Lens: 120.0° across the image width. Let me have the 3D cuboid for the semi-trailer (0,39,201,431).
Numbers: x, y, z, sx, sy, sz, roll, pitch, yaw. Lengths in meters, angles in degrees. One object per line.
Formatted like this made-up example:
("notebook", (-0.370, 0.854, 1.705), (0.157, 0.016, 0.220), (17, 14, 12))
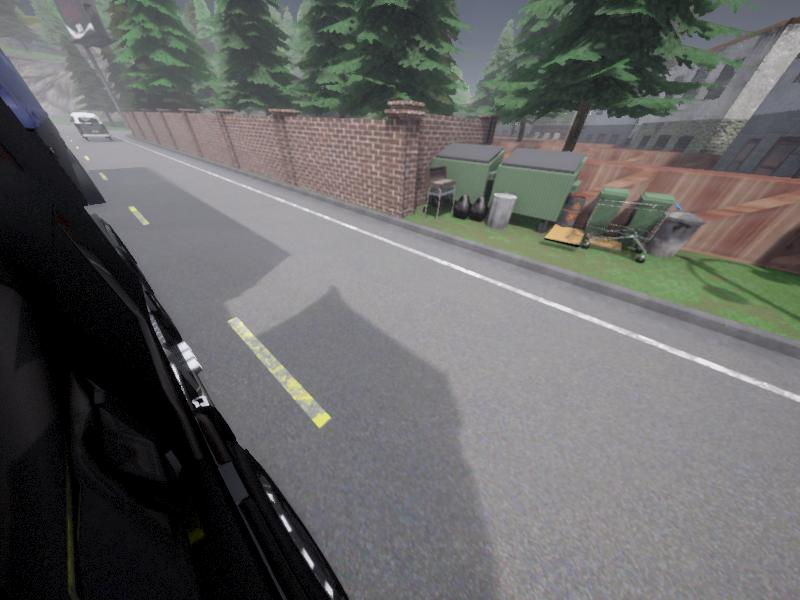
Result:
("semi-trailer", (-8.669, -3.636, 4.239), (14.254, 4.402, 2.717), (29, 44, 30))

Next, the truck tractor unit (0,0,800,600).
("truck tractor unit", (-2.645, -0.295, 0.352), (6.516, 4.208, 3.053), (28, 44, 30))

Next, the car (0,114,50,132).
("car", (-43.463, -19.618, 25.591), (4.892, 1.490, 1.837), (-9, 37, -15))

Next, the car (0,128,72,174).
("car", (-17.297, -6.958, 10.625), (4.181, 1.385, 1.994), (28, 44, 30))

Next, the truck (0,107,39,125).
("truck", (-61.727, -29.192, 36.639), (6.274, 2.098, 2.390), (15, 39, 16))

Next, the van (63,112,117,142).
("van", (-29.055, -16.266, 21.671), (4.480, 2.038, 2.069), (28, 44, 30))
